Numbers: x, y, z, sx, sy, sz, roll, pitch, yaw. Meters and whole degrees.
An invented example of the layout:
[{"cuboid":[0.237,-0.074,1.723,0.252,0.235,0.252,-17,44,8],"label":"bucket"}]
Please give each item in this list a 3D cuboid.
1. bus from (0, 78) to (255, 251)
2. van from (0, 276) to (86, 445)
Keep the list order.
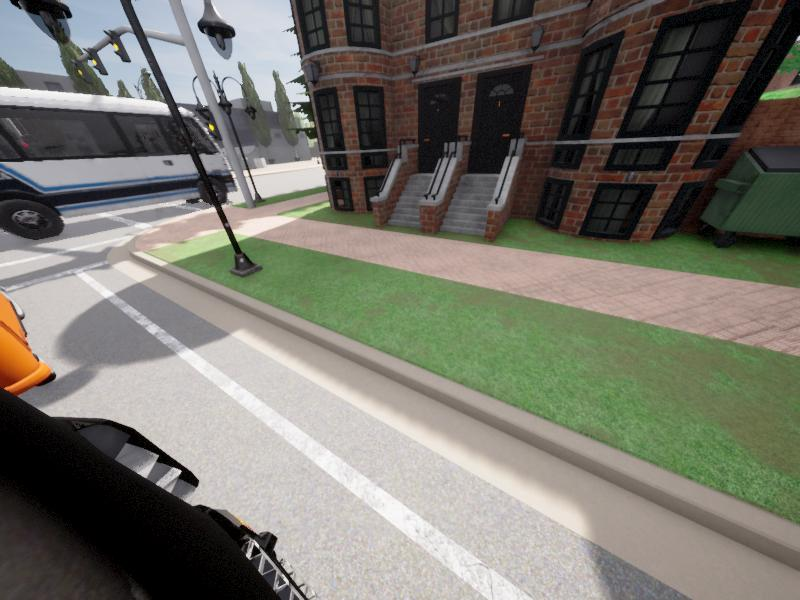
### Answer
[{"cuboid":[-12.568,-5.346,9.072,3.944,4.253,10.273,16,38,26],"label":"bus"},{"cuboid":[-5.885,0.145,2.361,4.442,1.987,1.775,16,38,26],"label":"van"}]
